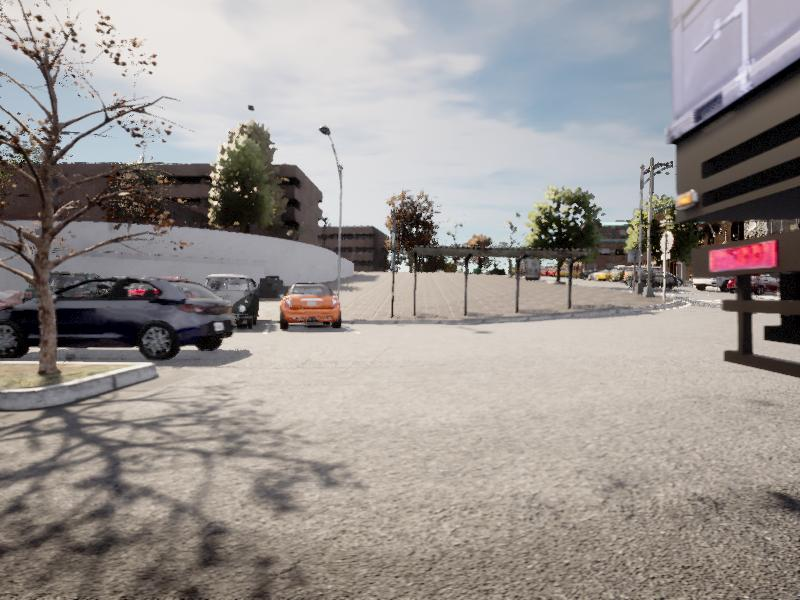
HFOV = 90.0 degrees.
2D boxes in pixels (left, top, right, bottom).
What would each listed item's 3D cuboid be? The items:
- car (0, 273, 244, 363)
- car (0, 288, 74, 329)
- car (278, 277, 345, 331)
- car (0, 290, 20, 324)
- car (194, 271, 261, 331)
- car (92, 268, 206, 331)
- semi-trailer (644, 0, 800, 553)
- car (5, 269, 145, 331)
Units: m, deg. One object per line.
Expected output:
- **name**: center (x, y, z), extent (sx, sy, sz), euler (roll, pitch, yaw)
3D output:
- **car**: center (-5.422, 0.293, 7.598), extent (4.193, 1.474, 1.816), euler (0, 0, 4)
- **car**: center (-15.602, 0.339, 16.287), extent (2.002, 1.452, 4.674), euler (0, -1, -17)
- **car**: center (-3.576, 0.168, 15.560), extent (2.185, 1.767, 4.553), euler (0, -1, -16)
- **car**: center (-18.656, 0.300, 16.625), extent (1.946, 1.575, 5.366), euler (0, -1, -17)
- **car**: center (-6.552, 0.067, 15.679), extent (1.878, 1.987, 4.442), euler (1, -1, -17)
- **car**: center (-9.579, 0.044, 15.942), extent (2.435, 2.045, 5.566), euler (1, -1, -17)
- **semi-trailer**: center (8.611, -1.341, 0.663), extent (14.254, 4.402, 2.717), euler (-1, 1, 5)
- **car**: center (-12.608, 0.046, 16.162), extent (2.435, 2.045, 5.566), euler (0, -1, -17)
